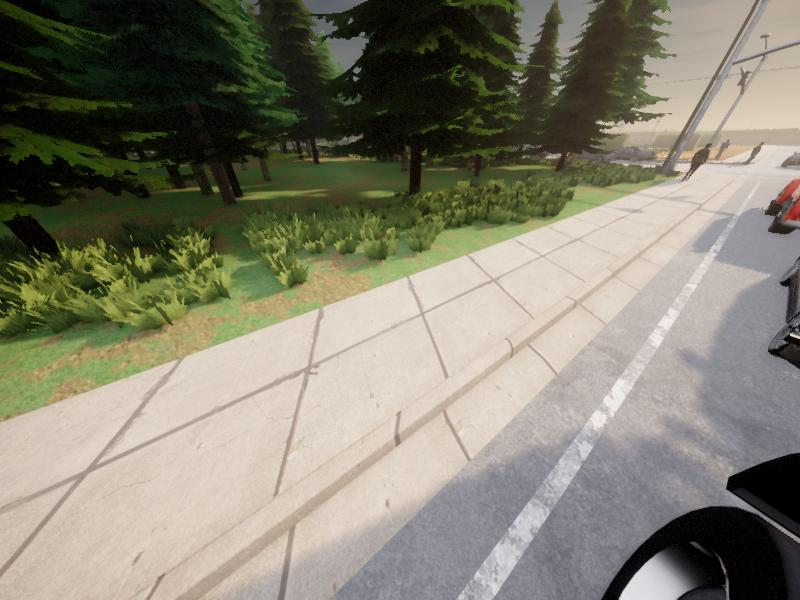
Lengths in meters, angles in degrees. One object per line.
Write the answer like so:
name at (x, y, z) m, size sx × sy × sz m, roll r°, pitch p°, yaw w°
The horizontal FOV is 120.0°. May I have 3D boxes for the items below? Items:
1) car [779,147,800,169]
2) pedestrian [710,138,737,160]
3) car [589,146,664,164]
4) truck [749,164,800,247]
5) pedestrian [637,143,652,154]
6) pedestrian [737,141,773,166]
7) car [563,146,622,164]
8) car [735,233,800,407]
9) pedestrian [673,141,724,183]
car at (34.469, -11.929, 19.444) m, size 4.181 × 1.385 × 1.994 m, roll -21°, pitch 40°, yaw -26°
pedestrian at (33.567, -15.650, 23.997) m, size 0.751 × 1.860 × 0.751 m, roll 22°, pitch 41°, yaw 28°
car at (24.236, -15.796, 25.016) m, size 2.033 × 1.411 × 5.357 m, roll -24°, pitch 41°, yaw -29°
truck at (12.419, -3.017, 5.945) m, size 5.204 × 2.467 × 2.627 m, roll -24°, pitch 41°, yaw -28°
pedestrian at (35.091, -21.735, 33.105) m, size 0.751 × 1.300 × 0.751 m, roll 6°, pitch 36°, yaw 9°
pedestrian at (31.981, -13.233, 20.851) m, size 0.751 × 1.860 × 0.751 m, roll 15°, pitch 38°, yaw 20°
car at (20.229, -15.415, 24.524) m, size 1.994 × 1.385 × 4.181 m, roll -22°, pitch 41°, yaw -28°
car at (6.441, -0.038, 2.634) m, size 4.902 × 1.511 × 2.128 m, roll -22°, pitch 41°, yaw -28°
pedestrian at (15.823, -7.337, 12.306) m, size 0.751 × 1.860 × 0.751 m, roll -18°, pitch 39°, yaw -24°
